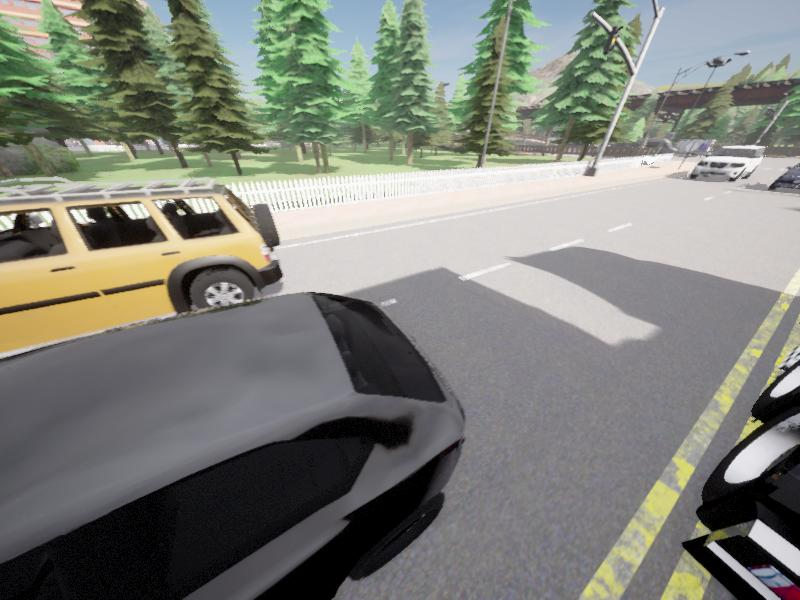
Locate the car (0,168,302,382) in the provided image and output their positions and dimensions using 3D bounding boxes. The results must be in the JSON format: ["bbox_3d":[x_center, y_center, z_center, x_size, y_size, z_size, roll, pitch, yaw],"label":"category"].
[{"bbox_3d":[-4.148,-0.584,3.167,4.605,1.855,1.932,-18,39,-25],"label":"car"}]

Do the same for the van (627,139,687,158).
[{"bbox_3d":[42.741,-25.425,38.633,1.988,2.561,5.915,-19,39,-26],"label":"van"}]

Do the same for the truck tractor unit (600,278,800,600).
[{"bbox_3d":[5.134,-0.278,0.748,6.516,4.208,3.053,-17,38,-23],"label":"truck tractor unit"}]

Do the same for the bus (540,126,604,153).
[{"bbox_3d":[39.208,-37.176,53.347,3.944,4.253,10.273,-19,43,-26],"label":"bus"}]

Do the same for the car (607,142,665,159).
[{"bbox_3d":[36.578,-23.334,36.017,2.150,2.045,5.566,-20,40,-26],"label":"car"}]

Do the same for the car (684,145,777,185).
[{"bbox_3d":[22.886,-9.494,16.029,5.566,2.045,2.150,-18,39,-24],"label":"car"}]

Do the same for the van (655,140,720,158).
[{"bbox_3d":[49.742,-26.462,40.279,2.351,2.431,6.366,-19,40,-26],"label":"van"}]

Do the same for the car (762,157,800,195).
[{"bbox_3d":[22.177,-6.747,12.510,3.705,1.549,1.789,-18,39,-24],"label":"car"}]

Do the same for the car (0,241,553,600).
[{"bbox_3d":[-1.635,1.069,1.160,4.193,1.474,1.816,-18,39,-24],"label":"car"}]
